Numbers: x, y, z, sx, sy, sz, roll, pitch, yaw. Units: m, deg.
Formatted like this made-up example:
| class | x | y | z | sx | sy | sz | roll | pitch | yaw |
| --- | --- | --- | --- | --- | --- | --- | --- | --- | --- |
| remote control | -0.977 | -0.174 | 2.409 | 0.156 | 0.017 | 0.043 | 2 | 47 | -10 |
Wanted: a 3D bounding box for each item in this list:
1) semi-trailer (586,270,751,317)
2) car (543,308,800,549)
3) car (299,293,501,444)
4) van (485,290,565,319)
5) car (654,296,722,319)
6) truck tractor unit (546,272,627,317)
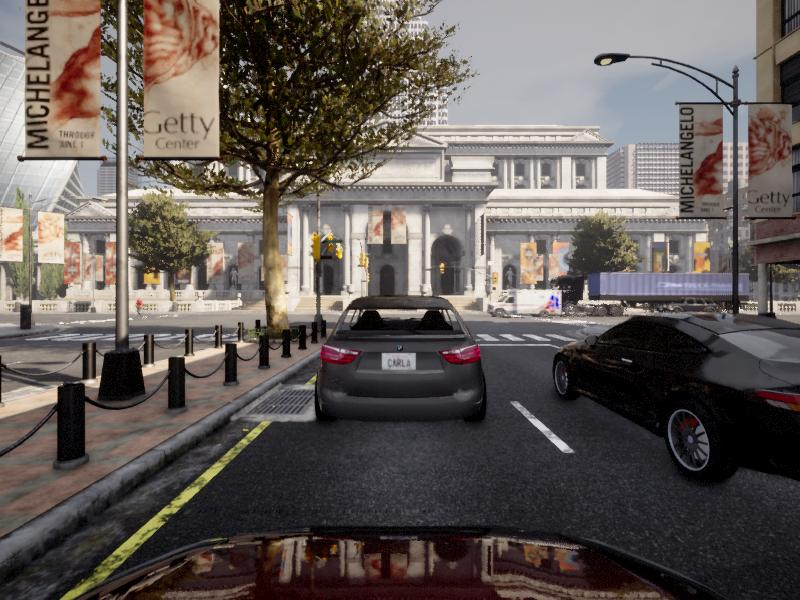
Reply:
| class | x | y | z | sx | sy | sz | roll | pitch | yaw |
| --- | --- | --- | --- | --- | --- | --- | --- | --- | --- |
| semi-trailer | 25.998 | -0.618 | 39.150 | 14.254 | 4.402 | 2.717 | 0 | 0 | 0 |
| car | 3.472 | 0.870 | 4.859 | 1.812 | 1.442 | 4.674 | 0 | 0 | 0 |
| car | 0.019 | 0.756 | 6.742 | 2.242 | 1.667 | 4.611 | 0 | 0 | 0 |
| van | 11.059 | 0.377 | 35.619 | 6.366 | 2.431 | 2.351 | 0 | 0 | -1 |
| car | 25.557 | 0.657 | 35.597 | 4.605 | 1.855 | 1.932 | 1 | 0 | 0 |
| truck tractor unit | 18.087 | -0.520 | 39.153 | 6.516 | 4.208 | 3.053 | 0 | 0 | 0 |
